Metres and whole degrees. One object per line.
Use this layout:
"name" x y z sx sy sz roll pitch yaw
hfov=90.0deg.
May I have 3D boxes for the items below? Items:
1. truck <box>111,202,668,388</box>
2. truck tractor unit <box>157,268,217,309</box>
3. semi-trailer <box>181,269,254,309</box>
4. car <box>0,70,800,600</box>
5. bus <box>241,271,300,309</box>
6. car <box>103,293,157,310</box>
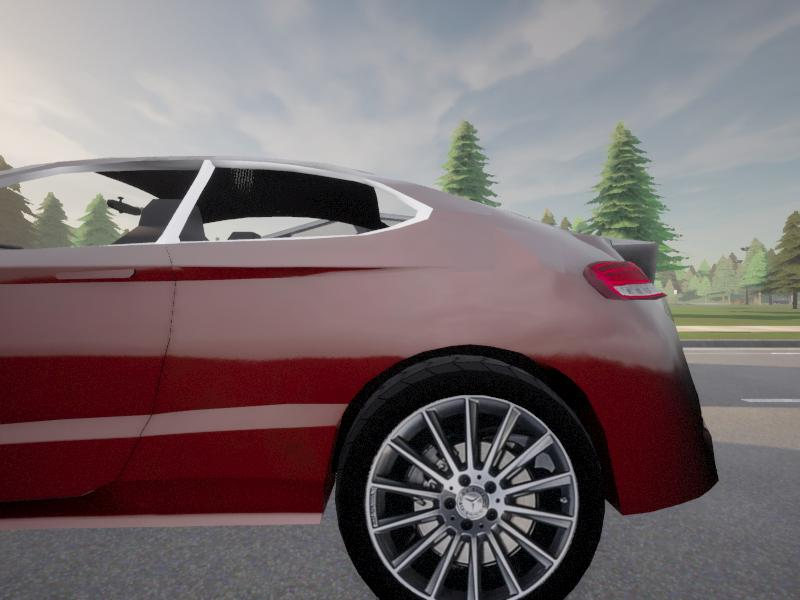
"truck" -0.117 -0.058 5.701 6.274 2.098 2.390 0 0 0
"truck tractor unit" -23.056 -1.145 43.764 3.053 4.208 6.516 0 0 1
"semi-trailer" -22.943 -1.241 51.682 2.717 4.402 14.254 0 0 1
"car" -1.307 0.179 2.200 5.027 1.651 2.152 0 0 0
"bus" -15.888 -1.149 50.231 3.944 4.253 10.273 0 0 1
"car" -26.645 0.154 39.738 2.033 1.649 4.856 0 0 1
